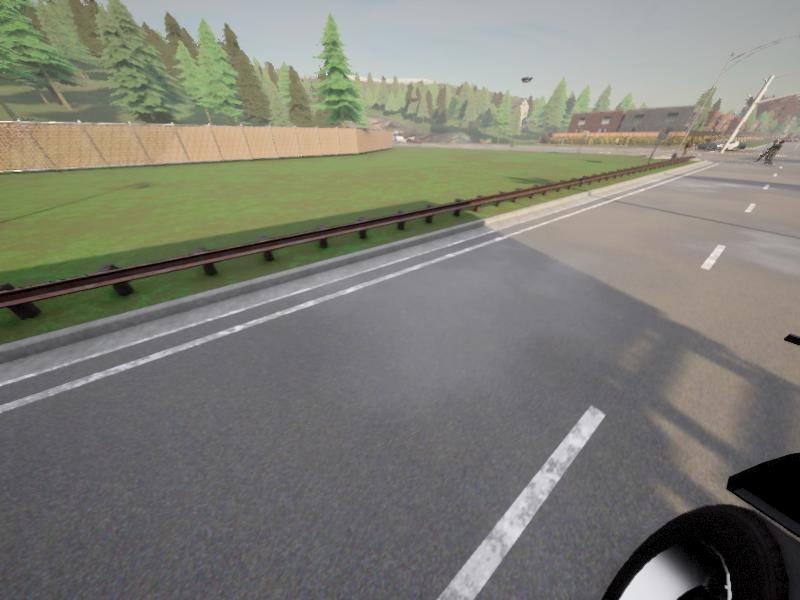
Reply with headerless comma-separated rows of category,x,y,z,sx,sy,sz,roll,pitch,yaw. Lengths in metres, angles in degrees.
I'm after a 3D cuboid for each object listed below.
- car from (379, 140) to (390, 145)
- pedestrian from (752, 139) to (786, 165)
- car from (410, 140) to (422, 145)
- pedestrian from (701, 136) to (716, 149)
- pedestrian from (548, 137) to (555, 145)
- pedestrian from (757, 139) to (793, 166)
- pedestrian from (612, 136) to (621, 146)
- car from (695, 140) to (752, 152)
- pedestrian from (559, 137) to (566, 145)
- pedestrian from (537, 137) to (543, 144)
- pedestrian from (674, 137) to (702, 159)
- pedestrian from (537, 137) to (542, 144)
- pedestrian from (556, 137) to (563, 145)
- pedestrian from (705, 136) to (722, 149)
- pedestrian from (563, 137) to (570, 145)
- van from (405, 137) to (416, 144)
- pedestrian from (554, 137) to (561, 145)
car,-5.604,-58.104,84.929,1.816,1.474,4.193,-24,42,-30
pedestrian,32.851,-13.213,20.608,0.751,1.860,0.751,-26,43,-32
car,5.700,-57.154,83.559,1.994,1.385,4.181,-21,40,-27
pedestrian,55.091,-28.187,41.256,0.751,1.860,0.751,-22,41,-28
pedestrian,41.450,-43.510,63.142,0.751,1.860,0.751,-15,38,-20
pedestrian,31.821,-12.510,19.625,0.751,1.860,0.751,-21,40,-27
pedestrian,50.005,-36.673,53.374,0.751,1.860,0.751,-22,41,-28
car,52.658,-25.287,37.770,4.974,1.542,2.038,23,42,30
pedestrian,43.124,-42.266,61.363,0.751,1.860,0.751,-17,39,-22
pedestrian,41.570,-47.269,68.461,0.751,1.860,0.751,7,36,11
pedestrian,29.847,-15.754,23.972,0.751,1.860,0.751,-1,35,0
pedestrian,41.760,-47.774,69.174,0.751,1.860,0.751,7,36,10
pedestrian,42.731,-42.545,61.762,0.751,1.860,0.751,-21,40,-26
pedestrian,55.427,-27.890,40.832,0.751,1.860,0.751,-12,37,-16
pedestrian,43.687,-41.744,60.618,0.751,1.860,0.751,-23,41,-28
van,4.076,-62.701,90.845,2.069,2.038,4.480,-19,39,-24
pedestrian,42.315,-42.843,62.188,0.751,1.860,0.751,-17,39,-22
